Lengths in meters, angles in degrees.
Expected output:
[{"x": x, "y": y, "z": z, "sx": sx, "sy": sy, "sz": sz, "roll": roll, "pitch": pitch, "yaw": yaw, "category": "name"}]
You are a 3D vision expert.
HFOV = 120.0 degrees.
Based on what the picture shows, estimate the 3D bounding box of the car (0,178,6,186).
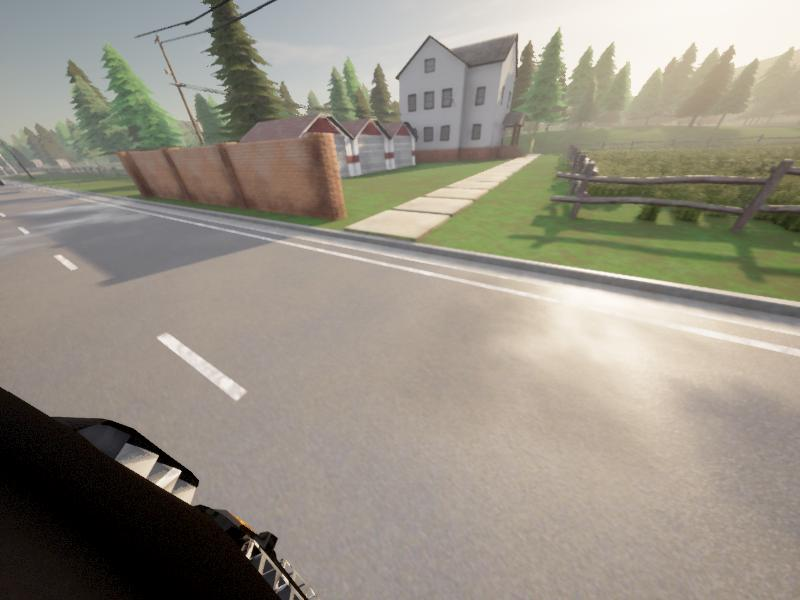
[{"x": -57.248, "y": -16.794, "z": 31.712, "sx": 5.566, "sy": 2.045, "sz": 2.150, "roll": 16, "pitch": 38, "yaw": 26, "category": "car"}]
